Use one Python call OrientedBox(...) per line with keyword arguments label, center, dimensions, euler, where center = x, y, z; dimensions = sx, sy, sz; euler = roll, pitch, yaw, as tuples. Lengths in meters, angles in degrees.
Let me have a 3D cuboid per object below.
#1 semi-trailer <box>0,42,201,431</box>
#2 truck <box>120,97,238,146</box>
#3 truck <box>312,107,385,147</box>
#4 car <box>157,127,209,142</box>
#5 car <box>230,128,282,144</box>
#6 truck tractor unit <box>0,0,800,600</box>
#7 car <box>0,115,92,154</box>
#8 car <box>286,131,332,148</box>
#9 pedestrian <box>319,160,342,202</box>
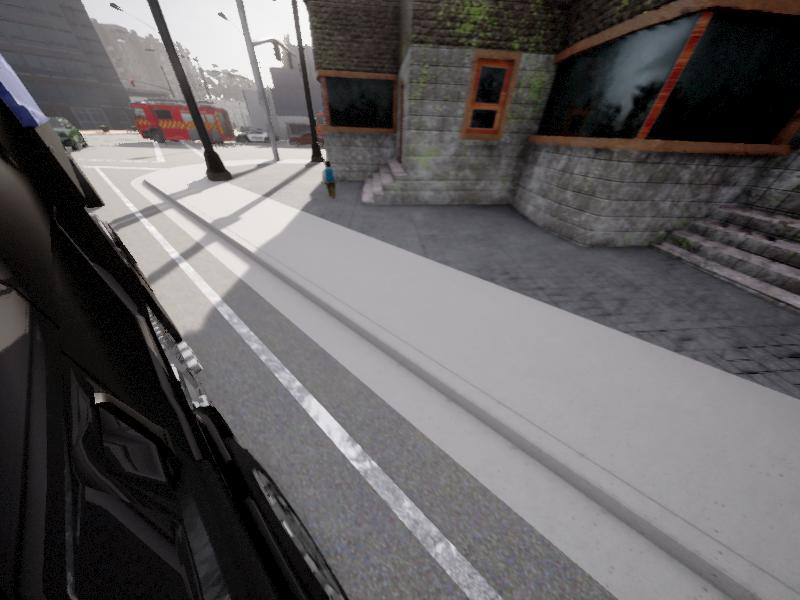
OrientedBox(label="semi-trailer", center=(-8.705, -3.569, 4.265), dimensions=(14.254, 4.402, 2.717), euler=(28, 43, 30))
OrientedBox(label="truck", center=(-23.820, -19.639, 25.611), dimensions=(8.468, 3.827, 2.891), euler=(-1, 37, -5))
OrientedBox(label="truck", center=(-6.305, -22.250, 29.886), dimensions=(8.468, 3.827, 2.891), euler=(-2, 37, -4))
OrientedBox(label="car", center=(-27.108, -20.711, 28.955), dimensions=(4.181, 1.385, 1.994), euler=(0, 37, -3))
OrientedBox(label="car", center=(-18.294, -20.970, 29.585), dimensions=(4.974, 1.542, 2.038), euler=(-2, 37, -5))
OrientedBox(label="truck tractor unit", center=(-2.645, -0.295, 0.351), dimensions=(6.516, 4.208, 3.053), euler=(28, 44, 30))
OrientedBox(label="car", center=(-25.572, -12.256, 17.049), dimensions=(2.150, 2.045, 5.566), euler=(-25, 44, -32))
OrientedBox(label="car", center=(-10.694, -19.044, 27.420), dimensions=(4.674, 1.442, 1.812), euler=(-2, 37, -5))
OrientedBox(label="pedestrian", center=(-2.220, -3.814, 7.399), dimensions=(0.500, 1.100, 0.500), euler=(-12, 39, -18))
